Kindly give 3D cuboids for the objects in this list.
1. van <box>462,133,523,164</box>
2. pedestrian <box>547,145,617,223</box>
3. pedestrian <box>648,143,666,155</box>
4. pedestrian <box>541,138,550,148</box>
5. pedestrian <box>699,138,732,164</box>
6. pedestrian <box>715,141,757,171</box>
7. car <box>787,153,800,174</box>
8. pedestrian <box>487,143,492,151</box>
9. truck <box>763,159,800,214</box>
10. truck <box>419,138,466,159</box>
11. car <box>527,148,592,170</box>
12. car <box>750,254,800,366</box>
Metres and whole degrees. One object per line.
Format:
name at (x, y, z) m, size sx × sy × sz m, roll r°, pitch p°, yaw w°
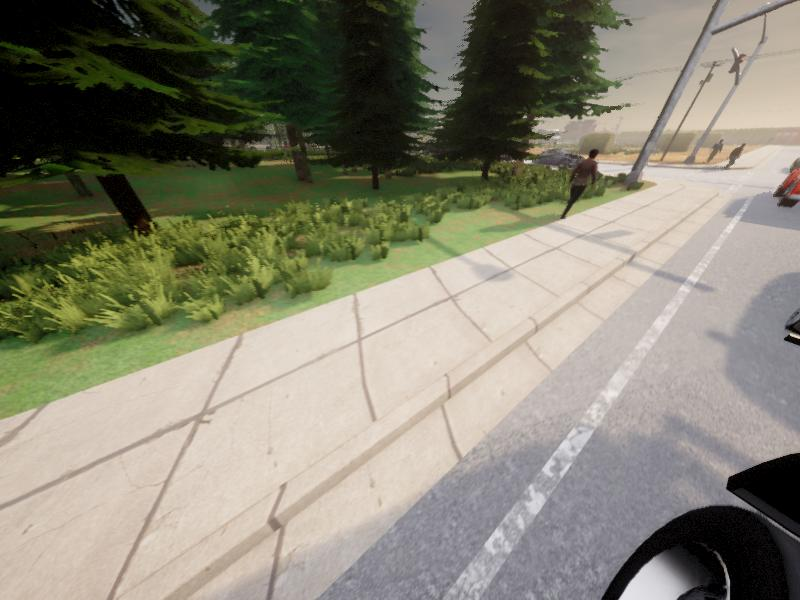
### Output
van at (9.909, -16.809, 25.506) m, size 1.988 × 2.561 × 5.915 m, roll -22°, pitch 40°, yaw -27°
pedestrian at (5.123, -3.303, 6.628) m, size 0.751 × 1.860 × 0.751 m, roll -22°, pitch 40°, yaw -27°
pedestrian at (32.869, -19.304, 29.577) m, size 0.751 × 1.300 × 0.751 m, roll -8°, pitch 36°, yaw -10°
pedestrian at (30.403, -32.762, 48.186) m, size 0.751 × 1.860 × 0.751 m, roll -20°, pitch 40°, yaw -26°
pedestrian at (27.491, -12.978, 20.170) m, size 0.751 × 1.860 × 0.751 m, roll 22°, pitch 41°, yaw 28°
pedestrian at (25.085, -10.759, 17.322) m, size 0.751 × 1.860 × 0.751 m, roll 10°, pitch 37°, yaw 14°
car at (30.507, -10.083, 16.768) m, size 4.181 × 1.385 × 1.994 m, roll -24°, pitch 42°, yaw -30°
pedestrian at (15.936, -27.143, 41.014) m, size 0.500 × 1.100 × 0.500 m, roll -6°, pitch 36°, yaw -8°
truck at (16.310, -4.618, 8.184) m, size 5.204 × 2.467 × 2.627 m, roll -22°, pitch 41°, yaw -28°
truck at (5.462, -20.360, 30.959) m, size 2.390 × 2.098 × 6.274 m, roll -22°, pitch 40°, yaw -27°
car at (14.156, -12.794, 20.793) m, size 1.994 × 1.385 × 4.181 m, roll -22°, pitch 41°, yaw -27°
car at (7.199, -0.244, 2.883) m, size 4.902 × 1.511 × 2.128 m, roll -20°, pitch 40°, yaw -25°
